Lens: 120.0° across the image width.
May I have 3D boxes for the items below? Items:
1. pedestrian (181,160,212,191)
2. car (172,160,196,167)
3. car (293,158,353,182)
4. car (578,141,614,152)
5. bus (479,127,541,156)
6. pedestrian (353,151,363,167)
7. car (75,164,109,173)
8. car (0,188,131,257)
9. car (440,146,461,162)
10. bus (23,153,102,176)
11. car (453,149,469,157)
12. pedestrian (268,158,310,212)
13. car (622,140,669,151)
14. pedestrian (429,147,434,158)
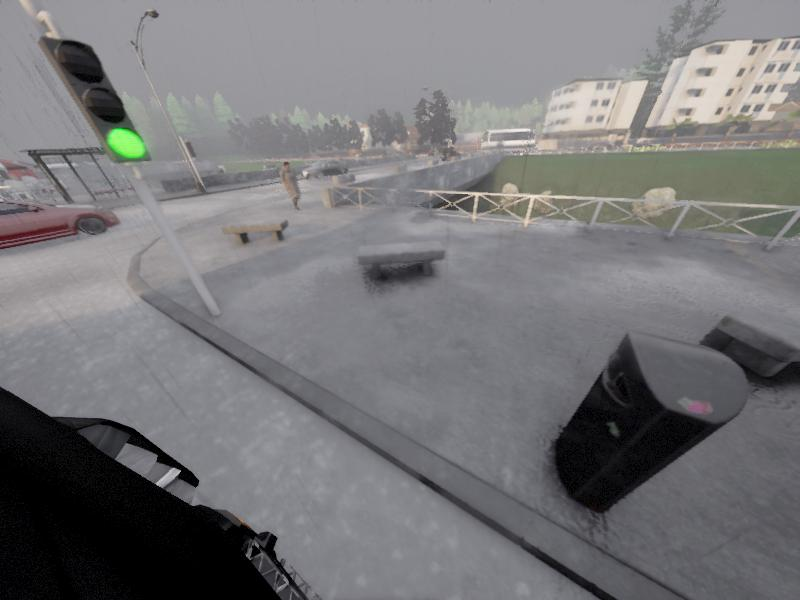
[{"bbox_3d":[-14.470,-8.835,16.470,0.751,1.860,0.751,14,37,23],"label":"pedestrian"},{"bbox_3d":[-70.370,-44.620,75.389,2.152,1.651,5.027,16,38,26],"label":"car"},{"bbox_3d":[-6.902,-12.094,21.383,2.128,1.511,4.902,17,38,27],"label":"car"},{"bbox_3d":[37.164,-29.179,43.942,4.892,1.490,1.837,17,38,27],"label":"car"},{"bbox_3d":[22.387,-32.518,47.604,10.273,4.253,3.944,-3,30,-1],"label":"bus"},{"bbox_3d":[-5.760,-19.229,31.530,0.751,1.860,0.751,15,37,25],"label":"pedestrian"},{"bbox_3d":[-80.677,-34.539,60.644,2.033,1.649,4.856,16,38,26],"label":"car"},{"bbox_3d":[-12.197,-2.479,7.379,1.994,1.385,4.181,16,38,26],"label":"car"},{"bbox_3d":[7.814,-22.521,35.700,1.905,1.878,3.866,16,38,26],"label":"car"},{"bbox_3d":[-85.822,-34.864,59.147,3.944,4.253,10.273,16,38,26],"label":"bus"},{"bbox_3d":[13.219,-32.027,50.203,1.895,1.301,4.718,16,38,26],"label":"car"},{"bbox_3d":[-4.447,-4.652,9.392,0.751,1.860,0.751,15,38,25],"label":"pedestrian"},{"bbox_3d":[43.288,-27.465,40.990,5.357,1.411,2.033,16,38,26],"label":"car"},{"bbox_3d":[6.427,-30.347,47.423,0.751,1.860,0.751,22,41,32],"label":"pedestrian"}]
